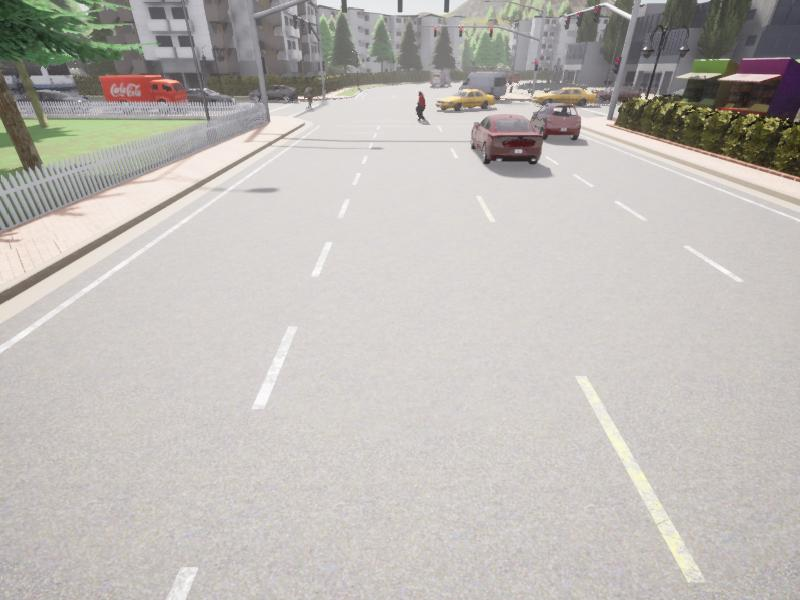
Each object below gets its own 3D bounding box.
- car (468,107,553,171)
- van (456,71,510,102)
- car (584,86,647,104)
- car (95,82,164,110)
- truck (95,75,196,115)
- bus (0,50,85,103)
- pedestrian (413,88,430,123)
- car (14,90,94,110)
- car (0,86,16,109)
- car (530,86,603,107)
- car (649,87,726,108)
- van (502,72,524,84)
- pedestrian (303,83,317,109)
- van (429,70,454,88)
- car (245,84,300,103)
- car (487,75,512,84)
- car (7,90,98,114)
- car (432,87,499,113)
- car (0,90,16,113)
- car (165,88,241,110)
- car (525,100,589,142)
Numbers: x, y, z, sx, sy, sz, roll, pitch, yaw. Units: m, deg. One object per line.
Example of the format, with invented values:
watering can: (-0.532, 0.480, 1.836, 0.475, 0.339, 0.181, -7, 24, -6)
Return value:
car: (3.929, -6.271, 15.234, 1.882, 1.535, 5.008, 0, 30, 0)
van: (8.457, -22.329, 41.744, 1.988, 2.561, 5.915, -18, 35, -25)
car: (20.160, -19.312, 37.661, 4.674, 1.442, 1.812, 1, 30, 2)
car: (-22.064, -16.730, 32.794, 3.866, 1.878, 1.905, 1, 30, 2)
truck: (-18.575, -15.153, 29.520, 5.204, 2.467, 2.627, 1, 30, 2)
bus: (-37.649, -21.502, 38.626, 10.273, 4.253, 3.944, 1, 30, 2)
pedestrian: (1.330, -12.055, 24.772, 0.751, 1.860, 0.751, -9, 32, -16)
car: (-28.536, -16.590, 33.146, 4.718, 1.301, 1.895, 1, 30, 2)
car: (-35.745, -16.861, 33.286, 5.027, 1.651, 2.152, 1, 30, 2)
car: (14.331, -17.710, 34.780, 5.366, 1.575, 1.801, 1, 30, 2)
car: (24.662, -17.480, 34.488, 4.792, 1.488, 2.163, 1, 30, 2)
van: (23.229, -45.716, 82.342, 4.442, 1.987, 1.775, -20, 36, -30)
pedestrian: (-7.400, -16.800, 32.898, 0.751, 1.860, 0.751, 2, 30, 4)
van: (7.170, -37.965, 68.623, 2.351, 2.431, 6.366, 12, 32, 19)
car: (-12.200, -19.928, 38.634, 4.514, 1.525, 2.007, 1, 30, 2)
car: (21.061, -46.819, 84.874, 5.027, 1.651, 2.152, -20, 36, -30)
car: (-25.927, -14.863, 29.991, 4.892, 1.490, 1.837, 1, 30, 2)
car: (5.210, -15.856, 31.611, 5.366, 1.575, 1.801, -20, 36, -31)
car: (-32.484, -14.981, 30.193, 4.892, 1.490, 1.837, 1, 30, 2)
car: (-15.993, -16.458, 32.706, 4.902, 1.511, 2.128, 1, 30, 2)
car: (7.584, -8.885, 19.718, 1.845, 1.501, 3.633, 2, 30, 3)
